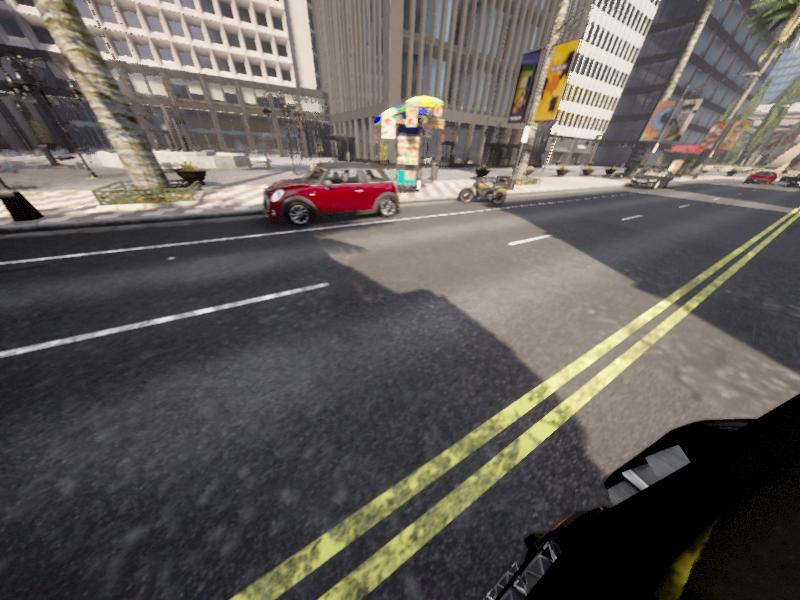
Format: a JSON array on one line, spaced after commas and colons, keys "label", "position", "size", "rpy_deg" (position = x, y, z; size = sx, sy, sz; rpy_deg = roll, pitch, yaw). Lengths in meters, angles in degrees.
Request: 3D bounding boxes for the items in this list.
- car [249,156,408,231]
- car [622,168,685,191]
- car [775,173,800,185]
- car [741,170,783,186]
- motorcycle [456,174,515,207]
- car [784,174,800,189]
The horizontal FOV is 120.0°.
[{"label": "car", "position": [-2.298, -3.851, 8.016], "size": [4.553, 1.767, 2.185], "rpy_deg": [-16, 38, -26]}, {"label": "car", "position": [23.046, -11.056, 21.004], "size": [4.892, 1.521, 2.231], "rpy_deg": [-16, 38, -26]}, {"label": "car", "position": [59.534, -18.054, 34.467], "size": [4.718, 1.301, 1.895], "rpy_deg": [-5, 34, -11]}, {"label": "car", "position": [47.942, -16.177, 30.569], "size": [5.008, 1.535, 1.882], "rpy_deg": [-15, 37, -25]}, {"label": "motorcycle", "position": [4.113, -5.372, 11.302], "size": [2.356, 1.277, 0.764], "rpy_deg": [2, 33, -1]}, {"label": "car", "position": [48.314, -14.049, 27.459], "size": [4.674, 1.442, 1.812], "rpy_deg": [-15, 37, -25]}]
